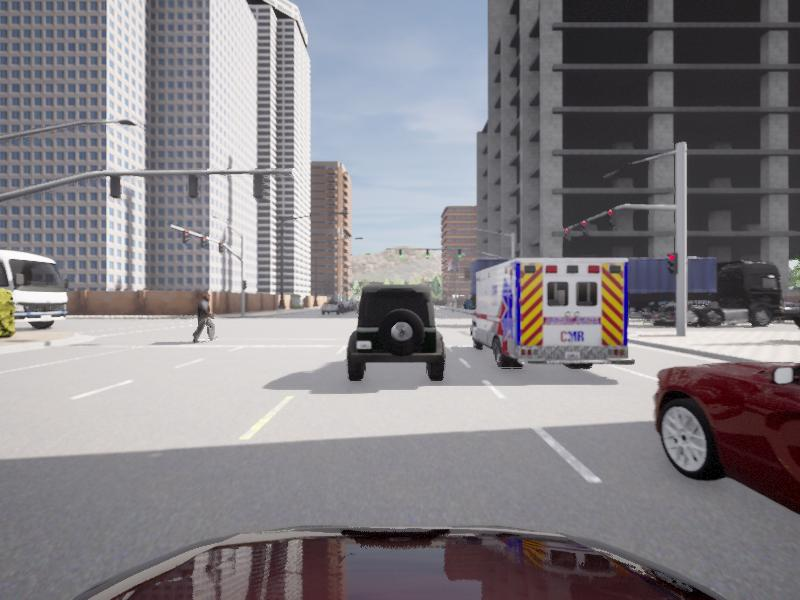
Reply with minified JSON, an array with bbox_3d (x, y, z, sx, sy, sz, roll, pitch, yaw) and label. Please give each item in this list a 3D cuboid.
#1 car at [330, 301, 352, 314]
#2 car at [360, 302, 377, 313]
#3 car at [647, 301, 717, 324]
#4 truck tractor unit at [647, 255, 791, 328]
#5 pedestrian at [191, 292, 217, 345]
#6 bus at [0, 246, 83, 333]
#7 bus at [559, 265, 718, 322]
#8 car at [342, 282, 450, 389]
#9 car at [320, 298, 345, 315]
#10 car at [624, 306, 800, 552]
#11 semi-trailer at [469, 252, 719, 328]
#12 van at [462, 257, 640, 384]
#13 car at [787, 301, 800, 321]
[{"bbox_3d":[-7.571,0.930,51.687,2.163,1.488,4.792,0,0,0],"label":"car"},{"bbox_3d":[-4.068,0.949,52.573,1.812,1.442,4.674,0,0,0],"label":"car"},{"bbox_3d":[19.927,0.856,28.389,3.705,1.549,1.789,0,0,0],"label":"car"},{"bbox_3d":[19.566,-0.481,24.892,6.516,4.208,3.053,0,0,0],"label":"truck tractor unit"},{"bbox_3d":[-7.192,0.660,14.726,0.751,1.860,0.751,0,0,-17],"label":"pedestrian"},{"bbox_3d":[-23.671,-0.500,21.383,10.273,4.253,3.944,0,0,0],"label":"bus"},{"bbox_3d":[18.539,-0.488,31.766,10.273,4.253,3.944,0,0,0],"label":"bus"},{"bbox_3d":[-0.087,0.655,8.989,1.905,1.878,3.866,0,-1,-1],"label":"car"},{"bbox_3d":[-7.572,0.722,45.535,1.932,1.855,4.605,0,0,2],"label":"car"},{"bbox_3d":[3.478,0.826,2.003,1.882,1.535,5.008,0,0,0],"label":"car"},{"bbox_3d":[11.651,-0.580,24.867,14.254,4.402,2.717,0,0,0],"label":"semi-trailer"},{"bbox_3d":[3.387,0.394,10.838,2.351,2.431,6.366,0,0,-1],"label":"van"},{"bbox_3d":[34.484,0.847,31.932,5.366,1.575,1.801,0,0,0],"label":"car"}]
